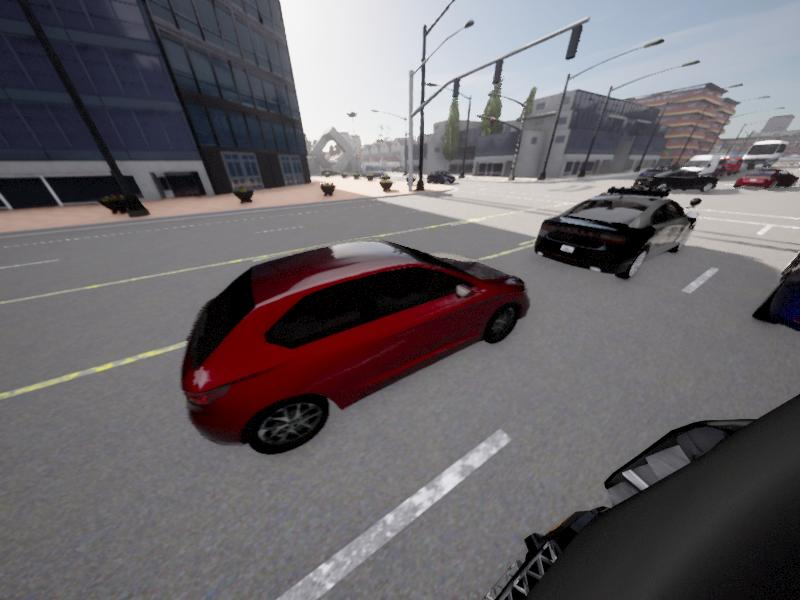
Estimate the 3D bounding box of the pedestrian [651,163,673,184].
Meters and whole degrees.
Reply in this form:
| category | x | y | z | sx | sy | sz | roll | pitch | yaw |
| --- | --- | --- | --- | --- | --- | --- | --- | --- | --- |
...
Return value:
| category | x | y | z | sx | sy | sz | roll | pitch | yaw |
| --- | --- | --- | --- | --- | --- | --- | --- | --- | --- |
| pedestrian | 27.048 | -13.055 | 23.887 | 0.751 | 1.860 | 0.751 | 13 | 33 | 23 |

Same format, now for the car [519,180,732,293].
| category | x | y | z | sx | sy | sz | roll | pitch | yaw |
| --- | --- | --- | --- | --- | --- | --- | --- | --- | --- |
| car | 5.784 | -1.974 | 5.925 | 5.238 | 1.638 | 1.930 | -18 | 34 | -25 |

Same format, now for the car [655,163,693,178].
| category | x | y | z | sx | sy | sz | roll | pitch | yaw |
| --- | --- | --- | --- | --- | --- | --- | --- | --- | --- |
| car | 39.735 | -18.783 | 33.456 | 5.238 | 1.638 | 1.930 | -18 | 34 | -25 |

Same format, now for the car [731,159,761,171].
| category | x | y | z | sx | sy | sz | roll | pitch | yaw |
| --- | --- | --- | --- | --- | --- | --- | --- | --- | --- |
| car | 59.467 | -23.205 | 39.697 | 4.193 | 1.474 | 1.816 | -19 | 34 | -25 |

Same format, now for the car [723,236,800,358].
| category | x | y | z | sx | sy | sz | roll | pitch | yaw |
| --- | --- | --- | --- | --- | --- | --- | --- | --- | --- |
| car | 7.390 | -0.366 | 3.266 | 4.792 | 1.488 | 2.163 | -18 | 34 | -25 |

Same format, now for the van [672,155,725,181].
| category | x | y | z | sx | sy | sz | roll | pitch | yaw |
| --- | --- | --- | --- | --- | --- | --- | --- | --- | --- |
| van | 36.009 | -15.941 | 27.865 | 5.915 | 2.561 | 1.988 | -17 | 34 | -26 |

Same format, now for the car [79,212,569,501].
| category | x | y | z | sx | sy | sz | roll | pitch | yaw |
| --- | --- | --- | --- | --- | --- | --- | --- | --- | --- |
| car | -0.143 | -0.009 | 3.032 | 4.193 | 1.474 | 1.816 | -18 | 34 | -25 |

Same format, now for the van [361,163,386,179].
| category | x | y | z | sx | sy | sz | roll | pitch | yaw |
| --- | --- | --- | --- | --- | --- | --- | --- | --- | --- |
| van | -5.211 | -25.028 | 44.830 | 1.988 | 2.561 | 5.915 | -19 | 35 | -29 |

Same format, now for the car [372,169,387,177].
| category | x | y | z | sx | sy | sz | roll | pitch | yaw |
| --- | --- | --- | --- | --- | --- | --- | --- | --- | --- |
| car | -4.737 | -28.960 | 52.727 | 2.033 | 1.411 | 5.357 | -11 | 31 | -16 |

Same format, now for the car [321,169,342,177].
| category | x | y | z | sx | sy | sz | roll | pitch | yaw |
| --- | --- | --- | --- | --- | --- | --- | --- | --- | --- |
| car | -17.731 | -32.824 | 59.651 | 4.892 | 1.490 | 1.837 | -9 | 31 | -14 |

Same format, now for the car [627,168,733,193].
| category | x | y | z | sx | sy | sz | roll | pitch | yaw |
| --- | --- | --- | --- | --- | --- | --- | --- | --- | --- |
| car | 21.574 | -9.357 | 18.065 | 5.008 | 1.535 | 1.882 | 3 | 30 | 7 |

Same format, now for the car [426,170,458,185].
| category | x | y | z | sx | sy | sz | roll | pitch | yaw |
| --- | --- | --- | --- | --- | --- | --- | --- | --- | --- |
| car | 5.263 | -15.716 | 29.548 | 1.816 | 1.474 | 4.193 | -17 | 34 | -25 |

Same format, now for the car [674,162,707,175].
| category | x | y | z | sx | sy | sz | roll | pitch | yaw |
| --- | --- | --- | --- | --- | --- | --- | --- | --- | --- |
| car | 46.018 | -20.801 | 36.596 | 5.008 | 1.535 | 1.882 | -18 | 34 | -25 |

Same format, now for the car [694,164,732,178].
| category | x | y | z | sx | sy | sz | roll | pitch | yaw |
| --- | --- | --- | --- | --- | --- | --- | --- | --- | --- |
| car | 42.357 | -17.439 | 31.229 | 4.674 | 1.442 | 1.812 | -18 | 34 | -25 |

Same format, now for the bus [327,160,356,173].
| category | x | y | z | sx | sy | sz | roll | pitch | yaw |
| --- | --- | --- | --- | --- | --- | --- | --- | --- | --- |
| bus | -23.194 | -53.540 | 92.740 | 10.273 | 4.253 | 3.944 | -2 | 30 | -1 |

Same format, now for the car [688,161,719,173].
| category | x | y | z | sx | sy | sz | roll | pitch | yaw |
| --- | --- | --- | --- | --- | --- | --- | --- | --- | --- |
| car | 51.942 | -22.762 | 39.514 | 4.892 | 1.490 | 1.837 | -19 | 35 | -25 |

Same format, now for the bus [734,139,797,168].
| category | x | y | z | sx | sy | sz | roll | pitch | yaw |
| --- | --- | --- | --- | --- | --- | --- | --- | --- | --- |
| bus | 68.569 | -27.330 | 43.376 | 10.273 | 4.253 | 3.944 | -18 | 34 | -25 |

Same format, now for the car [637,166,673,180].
| category | x | y | z | sx | sy | sz | roll | pitch | yaw |
| --- | --- | --- | --- | --- | --- | --- | --- | --- | --- |
| car | 33.664 | -16.796 | 30.476 | 4.193 | 1.474 | 1.816 | -17 | 34 | -26 |

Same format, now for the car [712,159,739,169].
| category | x | y | z | sx | sy | sz | roll | pitch | yaw |
| --- | --- | --- | --- | --- | --- | --- | --- | --- | --- |
| car | 64.238 | -26.893 | 45.519 | 5.008 | 1.535 | 1.882 | -18 | 34 | -25 |

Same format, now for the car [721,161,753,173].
| category | x | y | z | sx | sy | sz | roll | pitch | yaw |
| --- | --- | --- | --- | --- | --- | --- | --- | --- | --- |
| car | 53.972 | -21.332 | 37.027 | 4.674 | 1.442 | 1.812 | -19 | 34 | -25 |

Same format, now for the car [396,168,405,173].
| category | x | y | z | sx | sy | sz | roll | pitch | yaw |
| --- | --- | --- | --- | --- | --- | --- | --- | --- | --- |
| car | 0.274 | -45.280 | 80.626 | 2.007 | 1.525 | 4.514 | -8 | 31 | -12 |

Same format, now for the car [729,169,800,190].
| category | x | y | z | sx | sy | sz | roll | pitch | yaw |
| --- | --- | --- | --- | --- | --- | --- | --- | --- | --- |
| car | 30.427 | -10.022 | 19.098 | 4.181 | 1.385 | 1.994 | -9 | 31 | -14 |

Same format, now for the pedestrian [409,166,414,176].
| category | x | y | z | sx | sy | sz | roll | pitch | yaw |
| --- | --- | --- | --- | --- | --- | --- | --- | --- | --- |
| pedestrian | 2.423 | -26.453 | 47.394 | 0.751 | 1.860 | 0.751 | -22 | 36 | -32 |

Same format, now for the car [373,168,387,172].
| category | x | y | z | sx | sy | sz | roll | pitch | yaw |
| --- | --- | --- | --- | --- | --- | --- | --- | --- | --- |
| car | -8.123 | -51.832 | 92.199 | 5.357 | 1.411 | 2.033 | 20 | 36 | 31 |

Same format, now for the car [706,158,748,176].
| category | x | y | z | sx | sy | sz | roll | pitch | yaw |
| --- | --- | --- | --- | --- | --- | --- | --- | --- | --- |
| car | 48.053 | -19.611 | 33.967 | 5.566 | 2.045 | 2.150 | -18 | 34 | -25 |
